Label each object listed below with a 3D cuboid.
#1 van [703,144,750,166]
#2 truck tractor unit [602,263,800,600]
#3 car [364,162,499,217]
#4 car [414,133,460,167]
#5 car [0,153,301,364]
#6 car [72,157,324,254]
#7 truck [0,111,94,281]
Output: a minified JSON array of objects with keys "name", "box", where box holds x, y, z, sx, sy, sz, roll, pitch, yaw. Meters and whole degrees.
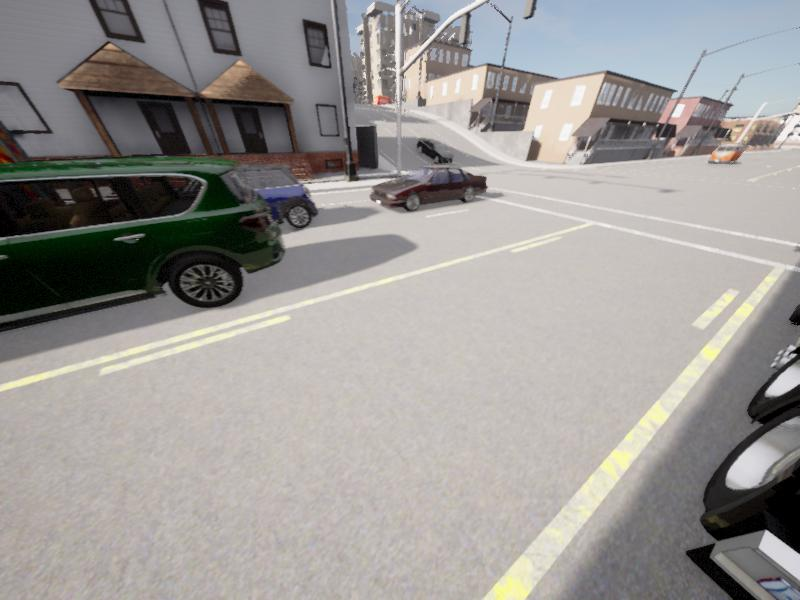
[{"name":"van","box":[38.583,-17.190,27.308,4.442,1.987,1.775,-18,39,-24]},{"name":"truck tractor unit","box":[5.112,-0.297,0.788,6.516,4.208,3.053,-18,39,-24]},{"name":"car","box":[1.428,-4.882,9.819,5.357,1.411,2.033,-20,40,-26]},{"name":"car","box":[3.743,-15.844,24.340,1.882,1.535,5.008,-19,55,-25]},{"name":"car","box":[-4.784,-0.806,3.333,5.566,2.045,2.150,-18,39,-24]},{"name":"car","box":[-4.907,-2.970,6.662,4.553,1.767,2.097,-18,39,-24]},{"name":"truck","box":[-11.785,-1.568,2.811,8.468,3.827,2.891,-18,39,-24]}]
